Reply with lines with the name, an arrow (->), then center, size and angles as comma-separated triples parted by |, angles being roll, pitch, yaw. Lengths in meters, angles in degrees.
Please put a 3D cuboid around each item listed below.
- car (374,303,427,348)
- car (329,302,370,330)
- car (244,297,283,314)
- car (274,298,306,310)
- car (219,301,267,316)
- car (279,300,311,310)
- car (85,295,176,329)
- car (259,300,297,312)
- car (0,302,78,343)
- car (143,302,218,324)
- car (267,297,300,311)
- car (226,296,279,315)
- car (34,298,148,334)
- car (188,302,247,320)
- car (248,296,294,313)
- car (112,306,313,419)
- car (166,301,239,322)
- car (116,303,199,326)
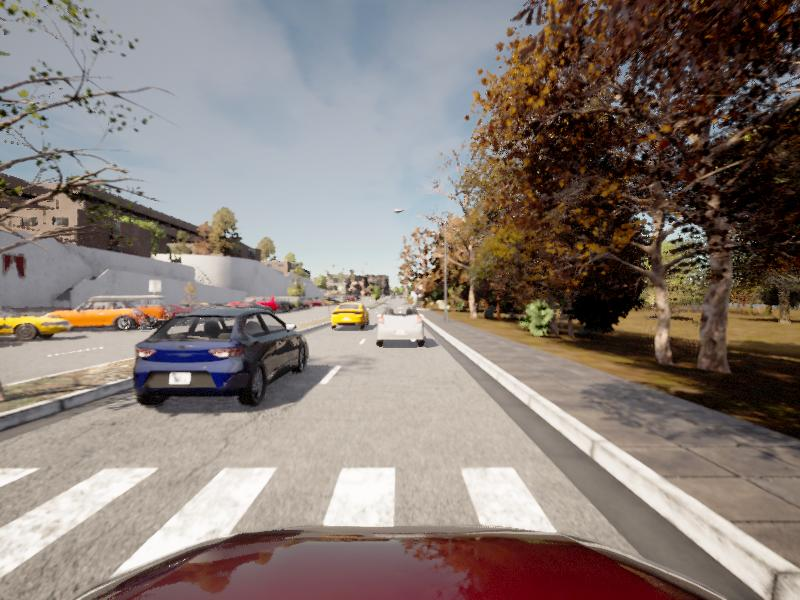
car -> 0.015, 0.891, 15.567 | 1.845, 1.501, 3.633 | 0, 0, 0
car -> -2.978, 0.925, 24.726 | 1.882, 1.535, 5.008 | 0, 0, 0
car -> -16.711, 0.613, 49.014 | 4.442, 1.987, 1.878 | -1, 0, -20
car -> -16.770, 0.603, 60.911 | 4.553, 1.767, 2.185 | -1, 1, -20
car -> -16.821, 0.930, 43.002 | 4.674, 1.452, 2.002 | -1, 1, -20
car -> -16.789, 0.741, 63.885 | 4.674, 1.452, 2.002 | -1, 1, -20
car -> -16.748, 0.714, 25.144 | 4.442, 1.987, 1.878 | -1, -1, -20
car -> -16.801, 0.786, 54.938 | 4.892, 1.521, 2.231 | -1, 1, -20
car -> -16.693, 0.898, 16.206 | 5.366, 1.575, 1.946 | -1, -1, -20
car -> -16.870, 0.974, 31.048 | 4.792, 1.488, 2.163 | -1, 0, -20
car -> -16.914, 0.533, 57.875 | 4.442, 1.987, 1.878 | -1, 1, -20
car -> -16.850, 0.617, 45.971 | 5.566, 2.045, 2.435 | -1, 1, -20
car -> -16.830, 0.805, 22.116 | 4.553, 1.767, 2.185 | -1, 0, -20
car -> -16.807, 0.955, 37.045 | 4.792, 1.488, 2.163 | -1, 0, -20
car -> -16.790, 0.561, 51.967 | 5.566, 2.045, 2.435 | -1, 0, -20
car -> -2.993, 0.877, 7.514 | 1.816, 1.474, 4.193 | 0, 0, 0
car -> -16.667, 0.930, 34.117 | 5.366, 1.575, 1.946 | -1, 0, -20
car -> -16.843, 0.982, 28.076 | 4.674, 1.452, 2.002 | -1, 0, -20
